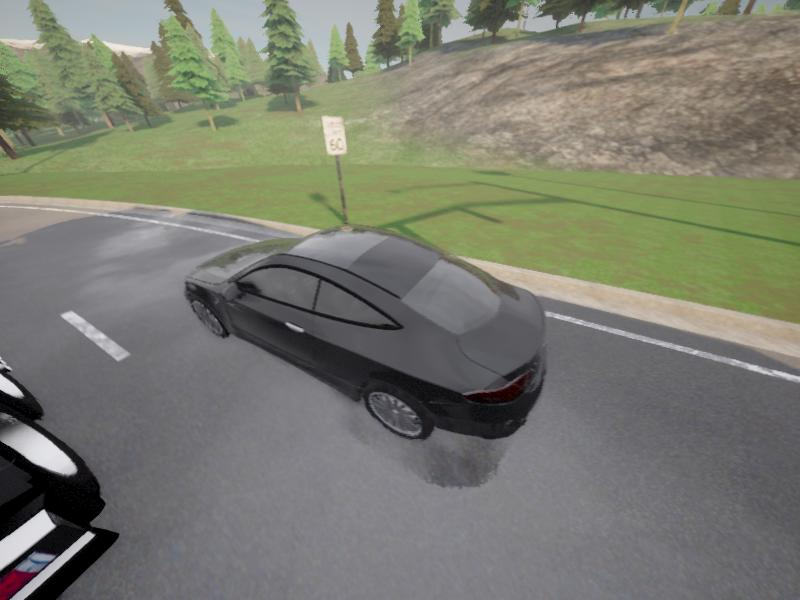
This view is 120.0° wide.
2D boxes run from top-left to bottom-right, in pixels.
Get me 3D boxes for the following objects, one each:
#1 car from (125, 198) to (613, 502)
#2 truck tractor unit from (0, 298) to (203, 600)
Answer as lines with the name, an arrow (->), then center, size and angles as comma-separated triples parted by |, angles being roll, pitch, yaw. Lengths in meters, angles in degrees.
car -> -0.774, -0.122, 2.908 | 4.674, 1.442, 1.812 | 16, 38, 23
truck tractor unit -> -5.176, -0.227, 0.693 | 6.516, 4.208, 3.053 | 16, 39, 22
